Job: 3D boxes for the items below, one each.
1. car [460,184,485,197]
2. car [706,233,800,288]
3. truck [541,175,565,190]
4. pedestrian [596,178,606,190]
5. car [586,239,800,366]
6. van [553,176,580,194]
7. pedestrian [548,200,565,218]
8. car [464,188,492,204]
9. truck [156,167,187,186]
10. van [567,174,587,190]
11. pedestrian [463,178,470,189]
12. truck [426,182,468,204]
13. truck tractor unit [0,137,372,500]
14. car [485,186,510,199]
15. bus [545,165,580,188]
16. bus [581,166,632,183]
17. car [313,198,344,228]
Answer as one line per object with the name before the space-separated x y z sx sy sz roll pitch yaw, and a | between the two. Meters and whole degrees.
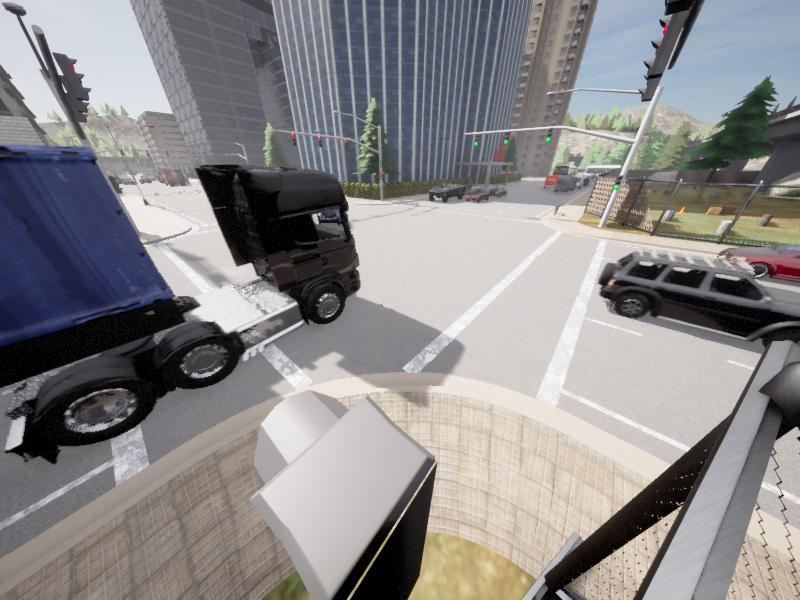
car | 11.378 -17.082 36.037 1.812 1.442 4.674 23 37 34
car | 15.948 -1.437 9.126 4.181 1.385 1.994 23 37 34
truck | 30.920 -23.734 46.528 2.627 2.467 5.204 23 37 34
pedestrian | 37.679 -21.697 43.261 0.751 1.860 0.751 25 38 36
car | 8.504 -0.205 6.488 4.605 1.855 1.932 22 37 34
van | 29.371 -20.415 40.713 5.915 2.561 1.988 -26 39 -37
pedestrian | 13.446 -7.848 19.835 0.751 1.300 0.751 21 36 32
car | 10.164 -13.647 30.058 1.816 1.474 4.193 23 37 34
truck | -56.036 -30.279 56.619 8.468 3.827 2.891 23 37 34
van | 36.526 -24.377 47.580 1.988 2.561 5.915 23 37 34
pedestrian | 12.876 -22.563 44.762 0.751 1.860 0.751 -25 38 -36
truck | 6.327 -14.354 30.659 2.390 2.098 6.274 23 37 34
truck tractor unit | -4.161 -0.830 5.130 3.053 4.208 6.516 22 37 33
car | 14.654 -16.286 34.735 1.994 1.385 4.181 22 37 33
bus | 36.990 -28.217 52.516 3.944 4.253 10.273 23 37 34
bus | 60.516 -37.124 68.046 10.273 4.253 3.944 23 37 34
car | -5.927 -7.219 18.934 2.007 1.525 4.514 -9 31 -16
